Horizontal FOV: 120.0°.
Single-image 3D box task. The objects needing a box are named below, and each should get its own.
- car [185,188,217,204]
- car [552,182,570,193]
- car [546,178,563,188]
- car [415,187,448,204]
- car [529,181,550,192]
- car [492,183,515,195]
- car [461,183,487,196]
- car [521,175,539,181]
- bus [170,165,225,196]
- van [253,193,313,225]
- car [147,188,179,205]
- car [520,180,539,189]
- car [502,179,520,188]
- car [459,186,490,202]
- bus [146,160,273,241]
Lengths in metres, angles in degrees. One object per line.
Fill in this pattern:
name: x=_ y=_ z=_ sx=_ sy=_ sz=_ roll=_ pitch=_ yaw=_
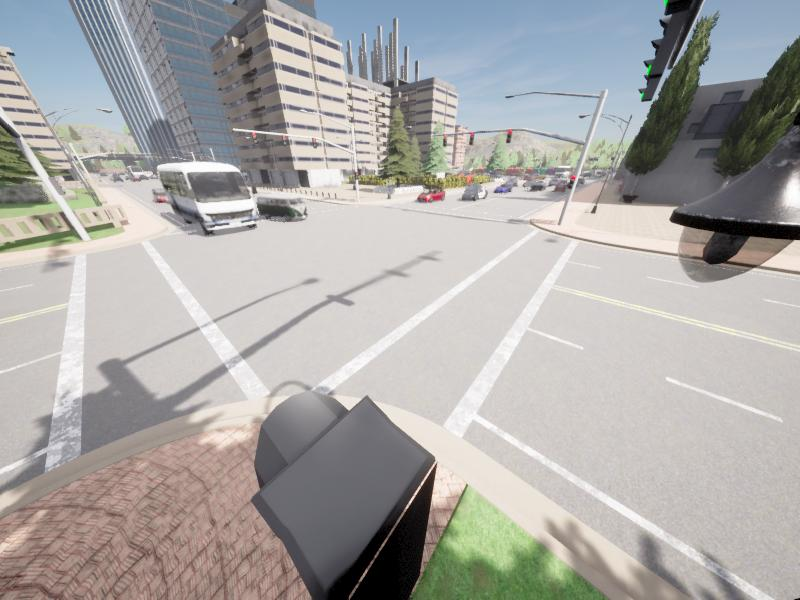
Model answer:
car: x=-26.351 y=-13.851 z=30.553 sx=4.674 sy=1.442 sz=1.812 roll=23 pitch=37 yaw=34
car: x=29.318 y=-20.482 z=41.913 sx=1.789 sy=1.549 sz=3.705 roll=23 pitch=37 yaw=34
car: x=35.472 y=-26.902 z=52.954 sx=2.033 sy=1.649 sz=4.856 roll=23 pitch=37 yaw=34
car: x=4.201 y=-13.723 z=30.248 sx=2.007 sy=1.525 sz=4.514 roll=24 pitch=38 yaw=35
car: x=26.339 y=-21.461 z=43.537 sx=1.930 sy=1.638 sz=5.238 roll=23 pitch=37 yaw=34
car: x=17.630 y=-18.947 z=39.298 sx=2.007 sy=1.525 sz=4.514 roll=23 pitch=37 yaw=34
car: x=12.356 y=-18.532 z=38.570 sx=2.038 sy=1.542 sz=4.974 roll=23 pitch=37 yaw=34
car: x=42.956 y=-40.350 z=76.358 sx=2.242 sy=1.667 sz=4.611 roll=-13 pitch=32 yaw=-21
bus: x=-35.388 y=-21.065 z=40.256 sx=10.273 sy=4.253 sz=3.944 roll=24 pitch=38 yaw=33
van: x=-9.840 y=-7.789 z=19.512 sx=4.442 sy=1.987 sz=1.775 roll=14 pitch=33 yaw=23
car: x=-29.934 y=-13.138 z=29.155 sx=3.988 sy=1.617 sz=1.851 roll=23 pitch=37 yaw=34
car: x=28.003 y=-25.088 z=50.015 sx=2.128 sy=1.511 sz=4.902 roll=23 pitch=37 yaw=34
car: x=24.636 y=-25.892 z=51.206 sx=2.033 sy=1.649 sz=4.856 roll=23 pitch=37 yaw=34
car: x=10.255 y=-14.559 z=31.692 sx=2.038 sy=1.542 sz=4.974 roll=23 pitch=37 yaw=34
bus: x=-14.483 y=-7.854 z=17.364 sx=10.273 sy=4.253 sz=3.944 roll=23 pitch=37 yaw=34
